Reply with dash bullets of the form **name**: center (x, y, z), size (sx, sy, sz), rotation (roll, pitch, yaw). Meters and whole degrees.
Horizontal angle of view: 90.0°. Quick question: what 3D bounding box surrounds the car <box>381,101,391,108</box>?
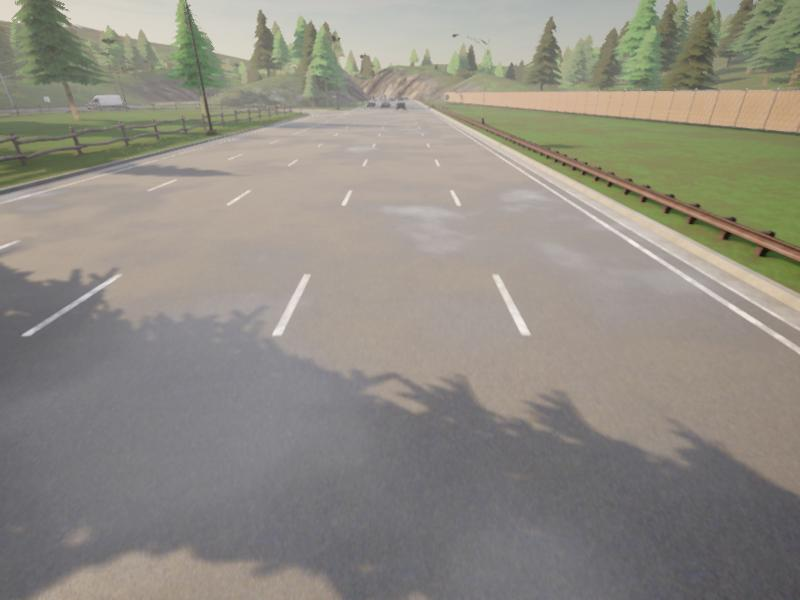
- **car**: center (-3.252, -45.604, 93.067), size (1.994, 1.385, 4.181), rotation (0, 27, 0)

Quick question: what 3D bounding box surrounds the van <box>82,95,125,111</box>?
- **van**: center (-54.889, -36.564, 74.200), size (5.915, 2.561, 1.988), rotation (-17, 32, -30)

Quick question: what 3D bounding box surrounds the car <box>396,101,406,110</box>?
- **car**: center (0.219, -39.872, 81.889), size (1.837, 1.490, 4.892), rotation (0, 27, 0)
